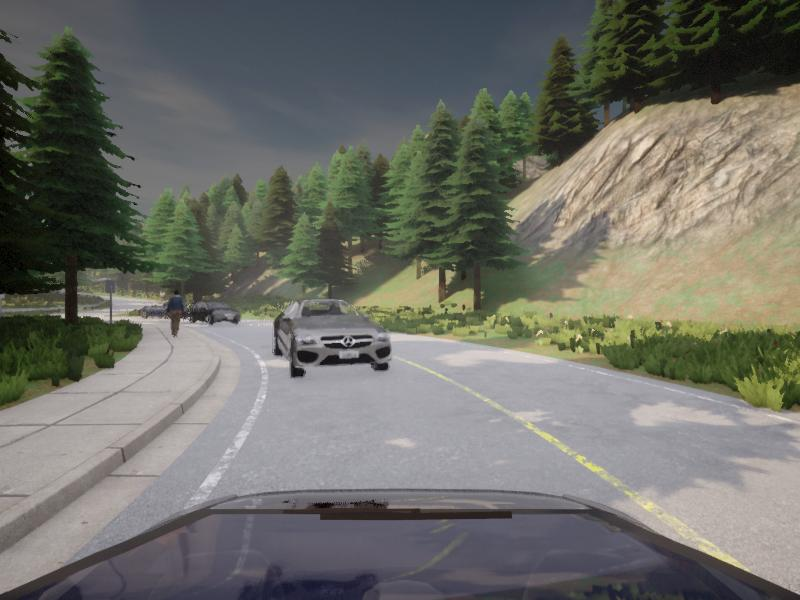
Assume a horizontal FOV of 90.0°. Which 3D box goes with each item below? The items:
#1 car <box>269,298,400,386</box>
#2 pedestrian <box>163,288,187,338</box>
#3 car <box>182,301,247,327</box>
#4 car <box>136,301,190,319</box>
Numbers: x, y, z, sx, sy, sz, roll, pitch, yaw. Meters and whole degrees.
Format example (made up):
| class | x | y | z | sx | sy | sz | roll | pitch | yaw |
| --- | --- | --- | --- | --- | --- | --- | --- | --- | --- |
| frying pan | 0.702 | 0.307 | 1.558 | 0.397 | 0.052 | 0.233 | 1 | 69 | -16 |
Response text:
| class | x | y | z | sx | sy | sz | roll | pitch | yaw |
| --- | --- | --- | --- | --- | --- | --- | --- | --- | --- |
| car | -1.981 | 0.780 | 10.221 | 2.152 | 1.651 | 5.027 | 0 | 0 | -23 |
| pedestrian | -8.668 | 0.485 | 15.414 | 0.751 | 1.860 | 0.751 | 0 | 0 | -33 |
| car | -12.033 | 0.836 | 25.856 | 4.902 | 1.511 | 2.128 | 0 | 0 | 43 |
| car | -20.444 | 0.853 | 34.525 | 3.806 | 1.475 | 1.970 | 0 | 0 | 17 |
